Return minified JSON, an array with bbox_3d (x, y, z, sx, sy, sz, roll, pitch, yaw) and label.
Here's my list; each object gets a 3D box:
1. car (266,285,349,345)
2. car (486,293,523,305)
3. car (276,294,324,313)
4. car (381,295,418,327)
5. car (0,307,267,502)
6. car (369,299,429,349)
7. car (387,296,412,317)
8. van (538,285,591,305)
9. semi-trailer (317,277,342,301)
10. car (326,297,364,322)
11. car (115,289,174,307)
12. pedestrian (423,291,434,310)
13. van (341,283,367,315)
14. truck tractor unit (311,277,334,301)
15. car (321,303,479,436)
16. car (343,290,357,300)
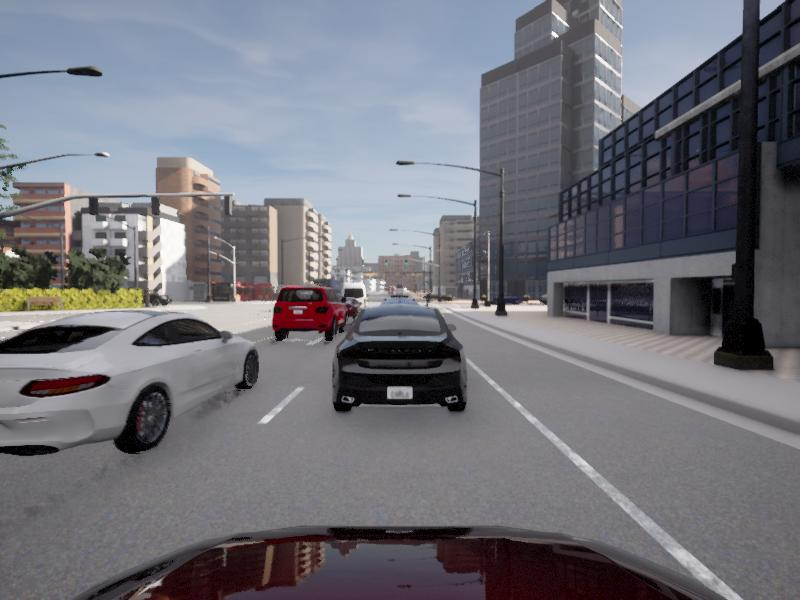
[{"bbox_3d":[-3.527,0.470,16.522,2.150,2.045,5.566,0,1,0],"label":"car"},{"bbox_3d":[13.219,-0.106,50.586,4.193,1.474,1.816,0,2,0],"label":"car"},{"bbox_3d":[-9.211,0.246,37.309,1.882,1.535,5.008,1,2,19],"label":"car"},{"bbox_3d":[-0.031,0.530,23.939,1.930,1.638,5.238,0,1,0],"label":"car"},{"bbox_3d":[-3.510,0.864,5.505,1.812,1.442,4.674,0,0,0],"label":"car"},{"bbox_3d":[-0.021,0.742,15.022,1.882,1.535,5.008,0,1,0],"label":"car"},{"bbox_3d":[-0.043,0.428,31.431,1.816,1.474,4.193,0,1,0],"label":"car"},{"bbox_3d":[20.699,-0.636,50.521,5.915,2.561,1.988,0,2,0],"label":"van"},{"bbox_3d":[-14.129,-2.136,81.048,2.717,4.402,14.254,0,1,-1],"label":"semi-trailer"},{"bbox_3d":[-3.557,0.559,26.641,1.812,1.442,4.674,0,1,0],"label":"car"},{"bbox_3d":[-30.138,-0.300,47.366,5.566,2.045,2.150,0,2,0],"label":"car"},{"bbox_3d":[2.808,-0.002,39.599,0.751,1.860,0.751,-1,2,-33],"label":"pedestrian"},{"bbox_3d":[-3.921,-0.185,34.823,1.988,2.561,5.915,0,2,-5],"label":"van"},{"bbox_3d":[-14.073,-1.918,73.138,3.053,4.208,6.516,0,1,0],"label":"truck tractor unit"},{"bbox_3d":[-0.009,0.833,7.114,1.837,1.490,4.892,0,0,0],"label":"car"},{"bbox_3d":[-10.598,-1.011,85.247,2.150,2.045,5.566,0,1,0],"label":"car"}]
